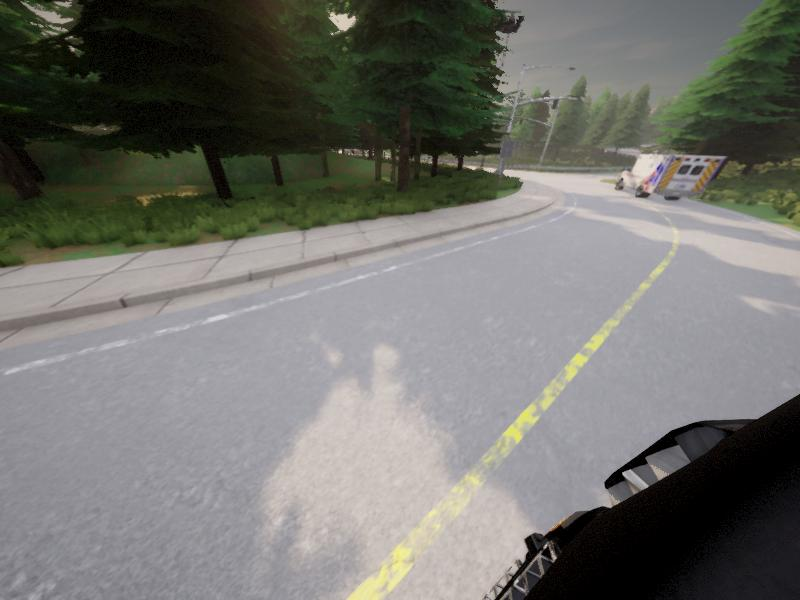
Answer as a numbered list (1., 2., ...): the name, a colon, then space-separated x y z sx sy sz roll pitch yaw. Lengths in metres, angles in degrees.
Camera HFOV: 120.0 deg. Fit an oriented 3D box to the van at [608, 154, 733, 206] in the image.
1. van: 17.287 -8.339 15.566 2.351 2.431 6.366 13 35 15
